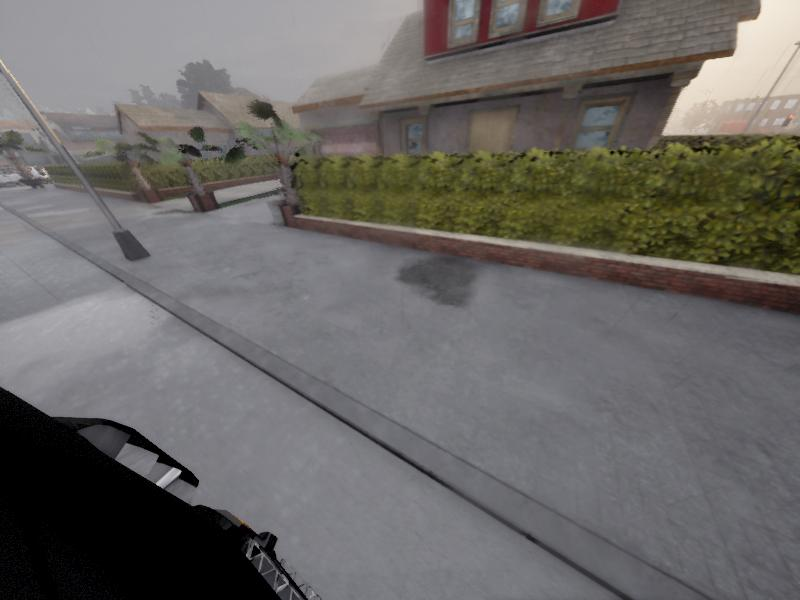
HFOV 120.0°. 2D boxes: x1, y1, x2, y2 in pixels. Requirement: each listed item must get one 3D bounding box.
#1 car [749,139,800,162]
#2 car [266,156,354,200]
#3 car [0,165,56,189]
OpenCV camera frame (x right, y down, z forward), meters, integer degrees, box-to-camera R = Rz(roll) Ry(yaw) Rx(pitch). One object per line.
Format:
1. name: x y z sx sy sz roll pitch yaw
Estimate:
1. car: 30.196 -11.623 17.868 1.895 1.301 4.718 17 38 27
2. car: -4.252 -6.216 11.622 1.845 1.501 3.633 14 37 24
3. car: -45.680 -14.356 27.048 2.150 2.045 5.566 24 42 34
